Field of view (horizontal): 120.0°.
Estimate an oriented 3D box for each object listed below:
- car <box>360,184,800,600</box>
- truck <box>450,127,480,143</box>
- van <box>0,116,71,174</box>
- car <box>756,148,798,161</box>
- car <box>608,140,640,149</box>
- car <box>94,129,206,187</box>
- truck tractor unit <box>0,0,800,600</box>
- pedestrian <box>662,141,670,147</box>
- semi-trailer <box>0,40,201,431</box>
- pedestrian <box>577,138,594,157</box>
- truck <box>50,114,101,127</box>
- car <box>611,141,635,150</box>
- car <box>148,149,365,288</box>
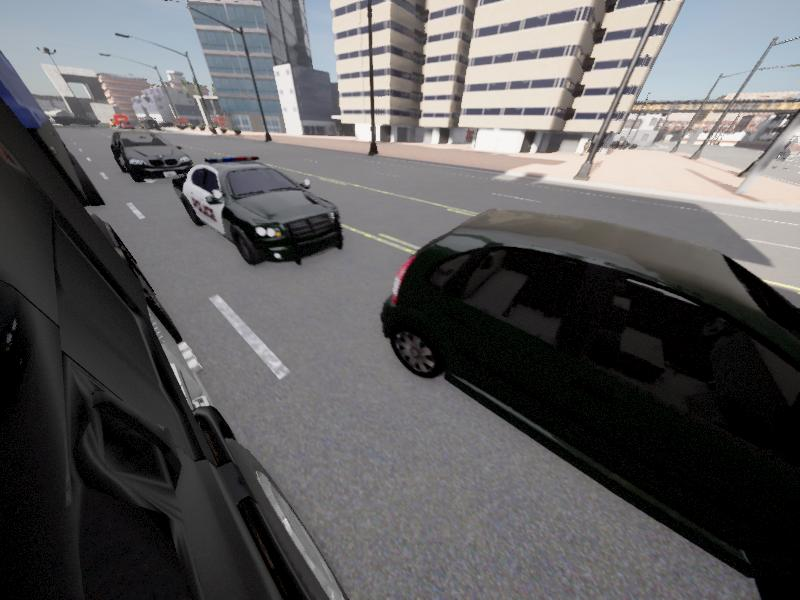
[{"bbox_3d":[1.775,0.364,1.886,3.988,1.617,1.851,28,44,30],"label":"car"},{"bbox_3d":[21.202,-54.327,75.955,8.468,3.827,2.891,26,43,29],"label":"truck"},{"bbox_3d":[-18.249,-7.637,11.208,4.442,1.987,1.775,28,44,30],"label":"van"},{"bbox_3d":[60.239,-23.370,37.043,2.128,1.511,4.902,28,43,30],"label":"car"},{"bbox_3d":[54.046,-37.573,55.862,5.238,1.638,1.930,26,43,29],"label":"car"},{"bbox_3d":[-11.176,-6.499,10.336,4.611,1.667,2.242,28,44,30],"label":"car"},{"bbox_3d":[-2.645,-0.295,0.351,6.516,4.208,3.053,28,44,30],"label":"truck tractor unit"},{"bbox_3d":[72.936,-42.643,63.284,0.751,1.300,0.751,11,38,11],"label":"pedestrian"},{"bbox_3d":[-8.687,-3.596,4.261,14.254,4.402,2.717,28,43,30],"label":"semi-trailer"},{"bbox_3d":[23.460,-19.261,29.197,0.751,1.860,0.751,-21,42,-28],"label":"pedestrian"},{"bbox_3d":[-71.956,-39.911,51.488,6.274,2.098,2.390,-29,47,-35],"label":"truck"},{"bbox_3d":[51.812,-35.920,53.729,3.806,1.475,1.970,26,43,29],"label":"car"},{"bbox_3d":[-3.305,-2.278,5.218,4.974,1.542,2.038,28,44,30],"label":"car"}]
